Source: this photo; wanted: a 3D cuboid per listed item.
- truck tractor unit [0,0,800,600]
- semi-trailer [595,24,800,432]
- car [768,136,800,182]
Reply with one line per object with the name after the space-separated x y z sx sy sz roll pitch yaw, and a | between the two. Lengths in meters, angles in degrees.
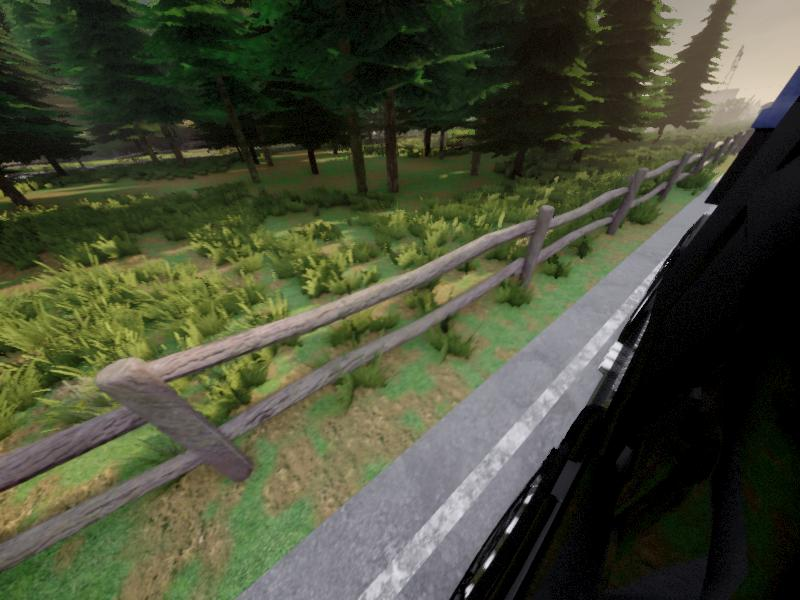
2.645 -0.295 0.351 6.516 4.208 3.053 -28 44 -30 | truck tractor unit
8.833 -3.515 4.083 14.254 4.402 2.717 -27 43 -28 | semi-trailer
16.463 -5.522 8.810 4.181 1.385 1.994 -25 42 -27 | car
